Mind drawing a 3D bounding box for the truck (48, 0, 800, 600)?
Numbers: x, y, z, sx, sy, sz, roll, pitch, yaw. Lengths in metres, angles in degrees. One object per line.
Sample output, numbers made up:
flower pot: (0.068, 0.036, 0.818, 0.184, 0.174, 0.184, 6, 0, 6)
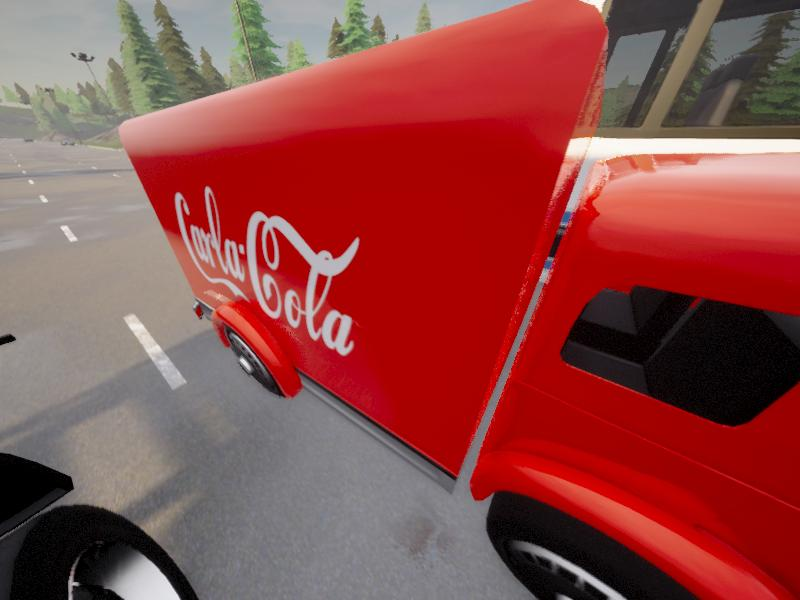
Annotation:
truck: (0.265, -0.180, 2.059, 5.204, 2.467, 2.627, 21, 40, 29)

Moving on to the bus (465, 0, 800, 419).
bus: (6.443, -0.938, 1.627, 10.273, 4.253, 3.944, 22, 41, 28)

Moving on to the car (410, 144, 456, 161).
car: (3.953, -18.021, 28.127, 5.027, 1.651, 2.152, -16, 39, -22)
